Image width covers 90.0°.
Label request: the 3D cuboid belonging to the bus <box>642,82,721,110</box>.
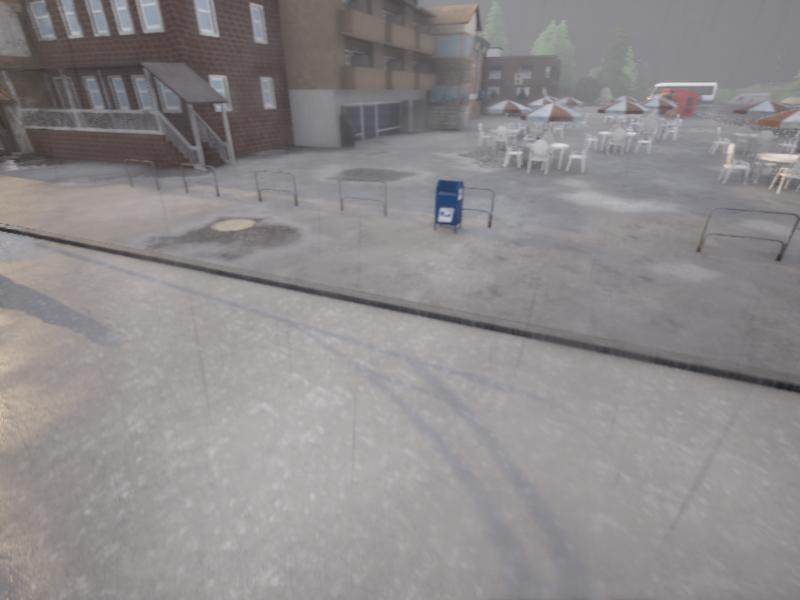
[{"bbox_3d":[49.834,-36.371,71.384,10.273,4.253,3.944,11,29,20],"label":"bus"}]

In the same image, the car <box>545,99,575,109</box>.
[{"bbox_3d":[30.247,-37.020,75.622,4.856,1.649,2.033,11,29,20],"label":"car"}]

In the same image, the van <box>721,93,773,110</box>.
[{"bbox_3d":[59.197,-33.897,68.370,5.915,2.561,1.988,11,29,20],"label":"van"}]

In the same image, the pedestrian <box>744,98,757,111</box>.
[{"bbox_3d":[53.922,-30.083,61.587,0.751,1.860,0.751,11,29,20],"label":"pedestrian"}]
